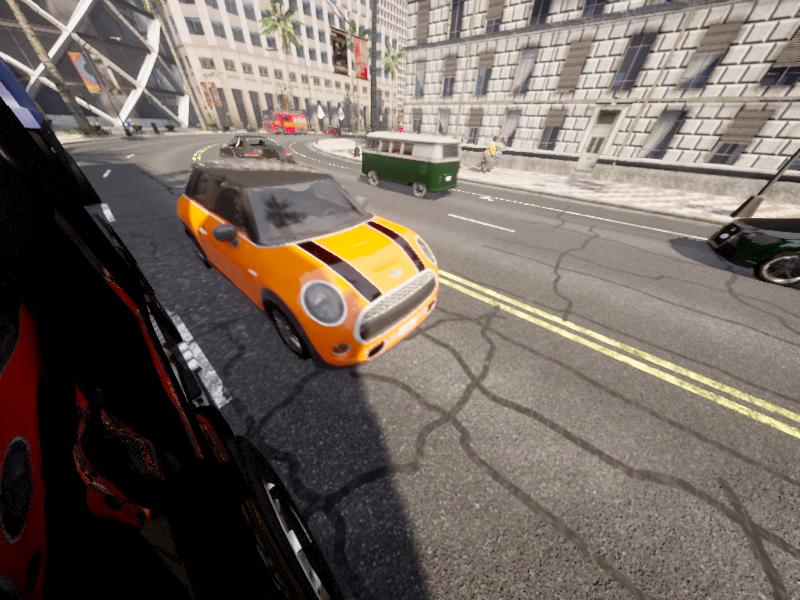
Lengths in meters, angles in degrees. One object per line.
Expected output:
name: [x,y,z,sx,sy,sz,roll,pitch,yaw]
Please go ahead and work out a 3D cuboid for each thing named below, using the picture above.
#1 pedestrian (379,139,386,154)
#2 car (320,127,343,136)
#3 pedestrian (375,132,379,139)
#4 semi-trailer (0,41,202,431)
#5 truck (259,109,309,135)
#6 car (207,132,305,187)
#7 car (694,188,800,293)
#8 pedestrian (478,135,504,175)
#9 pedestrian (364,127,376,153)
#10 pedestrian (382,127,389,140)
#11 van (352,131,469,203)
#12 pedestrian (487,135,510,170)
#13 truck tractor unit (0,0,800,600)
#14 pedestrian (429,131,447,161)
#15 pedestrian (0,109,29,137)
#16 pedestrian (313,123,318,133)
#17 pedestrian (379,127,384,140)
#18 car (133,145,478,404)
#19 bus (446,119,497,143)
pedestrian: [-1.553,-13.631,20.532,0.500,1.100,0.500,-10,39,-17]
car: [-15.250,-37.580,51.515,2.007,1.525,4.514,25,42,27]
pedestrian: [-4.463,-31.817,44.604,0.500,1.100,0.500,12,38,12]
semi-trailer: [-8.707,-3.607,4.208,14.254,4.402,2.717,28,44,30]
truck: [-22.667,-35.167,45.884,2.891,3.827,8.468,18,39,20]
car: [-6.936,-6.892,11.041,2.152,1.651,5.027,-29,47,-35]
car: [8.894,-0.767,4.134,4.181,1.385,1.994,28,44,30]
pedestrian: [5.184,-8.334,13.279,0.751,1.860,0.751,25,42,27]
pedestrian: [-2.675,-14.369,20.808,0.751,1.860,0.751,30,45,31]
pedestrian: [-2.575,-29.441,40.925,0.751,1.860,0.751,28,43,29]
van: [0.212,-5.661,9.572,4.442,1.987,1.775,30,44,31]
pedestrian: [6.402,-9.607,15.058,0.751,1.860,0.751,27,43,28]
truck tractor unit: [-2.645,-0.295,0.351,6.516,4.208,3.053,28,44,30]
pedestrian: [2.892,-11.762,17.699,0.751,1.860,0.751,-29,47,-35]
pedestrian: [-33.277,-15.106,19.755,0.751,1.860,0.751,24,42,26]
pedestrian: [-21.544,-43.711,58.704,0.751,1.860,0.751,-17,41,-24]
pedestrian: [-3.447,-30.609,42.425,0.751,1.860,0.751,11,38,11]
car: [-1.606,-1.089,3.508,4.553,1.767,2.097,28,44,30]
bus: [16.660,-40.181,54.857,10.273,4.253,3.944,27,43,31]
